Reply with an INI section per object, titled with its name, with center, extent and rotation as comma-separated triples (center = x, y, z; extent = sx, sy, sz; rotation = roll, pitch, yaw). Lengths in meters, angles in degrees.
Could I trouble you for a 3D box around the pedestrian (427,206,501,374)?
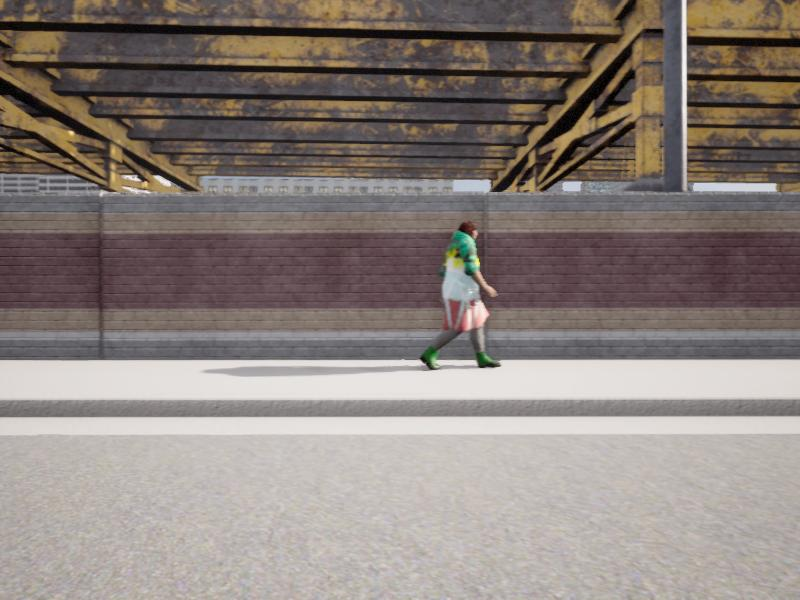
[pedestrian]
center = 0.736, -0.116, 4.810
extent = 0.751, 1.860, 0.751
rotation = 0, 0, -1
